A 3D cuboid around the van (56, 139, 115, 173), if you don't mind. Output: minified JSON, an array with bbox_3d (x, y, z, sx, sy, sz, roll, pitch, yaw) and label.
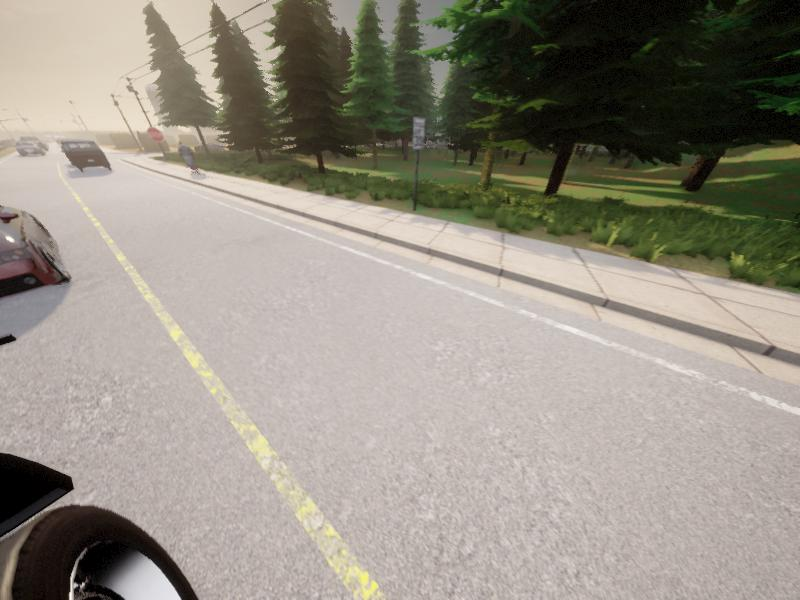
[{"bbox_3d":[-24.290,-11.191,17.831,4.442,1.987,1.775,25,42,31],"label":"van"}]

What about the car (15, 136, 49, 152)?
[{"bbox_3d":[-60.645,-25.817,38.194,5.566,2.045,2.150,25,42,31],"label":"car"}]

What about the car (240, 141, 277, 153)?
[{"bbox_3d":[-24.973,-27.212,40.987,2.152,1.651,5.027,24,41,29],"label":"car"}]

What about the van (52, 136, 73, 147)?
[{"bbox_3d":[-80.023,-37.603,54.751,4.480,2.038,2.069,25,42,31],"label":"van"}]

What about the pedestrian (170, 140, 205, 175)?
[{"bbox_3d":[-13.717,-9.224,14.964,0.751,1.860,0.751,15,38,20],"label":"pedestrian"}]

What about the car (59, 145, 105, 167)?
[{"bbox_3d":[-29.120,-13.271,21.167,4.892,1.490,1.837,26,43,32],"label":"car"}]

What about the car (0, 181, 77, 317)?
[{"bbox_3d":[-7.854,-0.948,3.994,4.181,1.385,1.994,24,42,30],"label":"car"}]

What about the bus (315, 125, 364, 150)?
[{"bbox_3d":[-13.537,-37.224,53.061,3.944,4.253,10.273,23,41,29],"label":"bus"}]

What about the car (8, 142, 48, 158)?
[{"bbox_3d":[-47.129,-19.188,29.375,4.902,1.511,2.128,25,42,31],"label":"car"}]

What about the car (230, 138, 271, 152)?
[{"bbox_3d":[-27.530,-28.761,42.794,2.150,2.045,5.566,23,41,29],"label":"car"}]

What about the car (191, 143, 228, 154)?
[{"bbox_3d":[-31.631,-25.318,38.442,1.994,1.385,4.181,22,41,28],"label":"car"}]

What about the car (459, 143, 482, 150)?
[{"bbox_3d":[17.404,-38.100,57.161,4.718,1.301,1.895,23,41,28],"label":"car"}]
